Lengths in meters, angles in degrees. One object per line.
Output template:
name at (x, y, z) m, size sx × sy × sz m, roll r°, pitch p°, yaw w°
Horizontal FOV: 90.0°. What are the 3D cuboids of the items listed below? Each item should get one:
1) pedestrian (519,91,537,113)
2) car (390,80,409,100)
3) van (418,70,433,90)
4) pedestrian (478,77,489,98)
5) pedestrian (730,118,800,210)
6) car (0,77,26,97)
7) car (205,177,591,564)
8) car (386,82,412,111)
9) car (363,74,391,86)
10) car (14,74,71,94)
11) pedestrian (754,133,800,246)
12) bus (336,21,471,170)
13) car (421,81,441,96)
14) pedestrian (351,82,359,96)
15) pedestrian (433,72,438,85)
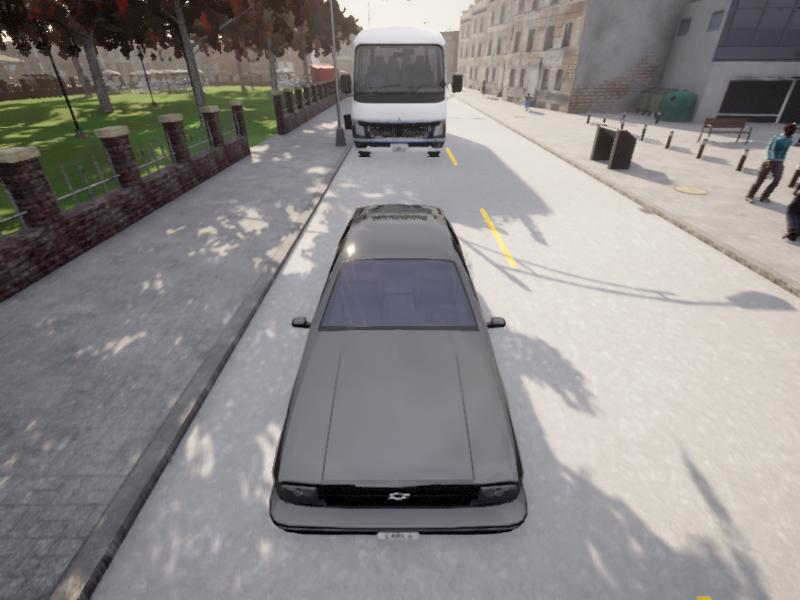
pedestrian at (9.096, -14.086, 28.445) m, size 0.751 × 1.300 × 0.751 m, roll -4°, pitch 31°, yaw -6°
car at (-0.076, -22.420, 42.568) m, size 1.930 × 1.638 × 5.238 m, roll 0°, pitch 31°, yaw 0°
van at (3.876, -33.827, 61.494) m, size 1.988 × 2.561 × 5.915 m, roll 0°, pitch 30°, yaw 0°
pedestrian at (8.530, -21.647, 40.780) m, size 0.751 × 1.860 × 0.751 m, roll -3°, pitch 31°, yaw -5°
pedestrian at (8.589, -3.111, 9.187) m, size 0.751 × 1.860 × 0.751 m, roll 4°, pitch 31°, yaw 6°
car at (-45.308, -23.979, 44.991) m, size 1.932 × 1.855 × 4.605 m, roll 0°, pitch 30°, yaw 0°
car at (-0.012, -0.104, 4.774) m, size 2.033 × 1.411 × 5.357 m, roll 0°, pitch 30°, yaw 0°
car at (-0.051, -16.114, 31.574) m, size 1.905 × 1.878 × 3.866 m, roll 0°, pitch 30°, yaw 0°
car at (-4.145, -40.156, 73.002) m, size 4.605 × 1.855 × 1.932 m, roll 6°, pitch 31°, yaw 10°
car at (-45.125, -27.449, 50.738) m, size 2.150 × 2.045 × 5.566 m, roll -1°, pitch 30°, yaw -2°
pedestrian at (7.519, -2.001, 7.293) m, size 0.751 × 1.860 × 0.751 m, roll 4°, pitch 31°, yaw 7°
bus at (0.098, -9.051, 17.182) m, size 3.944 × 4.253 × 10.273 m, roll 0°, pitch 32°, yaw 0°
car at (3.901, -26.905, 50.743) m, size 2.163 × 1.488 × 4.792 m, roll 0°, pitch 30°, yaw 0°
pedestrian at (-4.853, -22.855, 43.392) m, size 0.751 × 1.300 × 0.751 m, roll 0°, pitch 30°, yaw 0°
pedestrian at (6.036, -37.816, 68.341) m, size 0.751 × 1.860 × 0.751 m, roll 8°, pitch 31°, yaw 13°
